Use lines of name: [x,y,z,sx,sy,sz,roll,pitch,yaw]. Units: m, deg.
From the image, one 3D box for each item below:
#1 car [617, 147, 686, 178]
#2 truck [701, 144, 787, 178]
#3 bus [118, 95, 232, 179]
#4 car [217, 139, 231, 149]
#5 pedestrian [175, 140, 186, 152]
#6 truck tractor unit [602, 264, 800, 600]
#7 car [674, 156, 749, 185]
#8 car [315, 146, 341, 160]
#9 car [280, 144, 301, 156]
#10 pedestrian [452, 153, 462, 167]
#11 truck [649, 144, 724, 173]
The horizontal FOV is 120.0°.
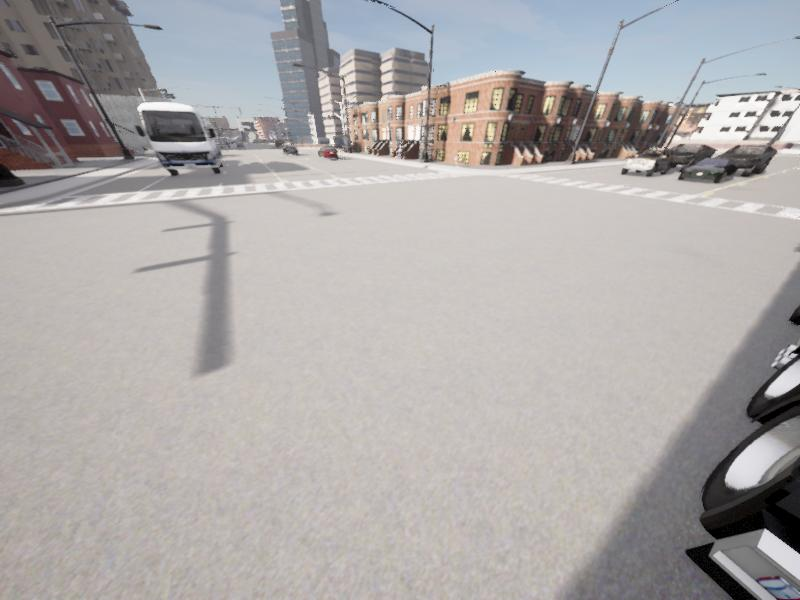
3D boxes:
car: [20.119,-11.106,18.532,4.605,1.855,1.932,-18,39,-24]
truck: [28.368,-11.560,19.074,6.274,2.098,2.390,-18,39,-24]
bus: [-16.902,-12.985,18.794,3.944,4.253,10.273,-18,39,-24]
car: [-45.576,-40.512,60.030,2.150,2.045,5.566,-18,39,-24]
pedestrian: [-42.716,-30.002,45.036,0.751,1.860,0.751,-16,38,-22]
truck tractor unit: [5.114,-0.297,0.782,6.516,4.208,3.053,-18,39,-24]
car: [21.690,-9.099,16.109,4.181,1.385,1.994,-18,39,-24]
car: [-10.187,-20.835,32.573,2.163,1.488,4.792,-16,38,-23]
car: [-18.366,-25.188,38.725,2.128,1.511,4.902,-18,39,-24]
pedestrian: [5.375,-13.213,21.790,0.500,1.100,0.500,-26,43,-33]
truck: [26.777,-13.350,21.633,6.274,2.098,2.390,-18,39,-24]
